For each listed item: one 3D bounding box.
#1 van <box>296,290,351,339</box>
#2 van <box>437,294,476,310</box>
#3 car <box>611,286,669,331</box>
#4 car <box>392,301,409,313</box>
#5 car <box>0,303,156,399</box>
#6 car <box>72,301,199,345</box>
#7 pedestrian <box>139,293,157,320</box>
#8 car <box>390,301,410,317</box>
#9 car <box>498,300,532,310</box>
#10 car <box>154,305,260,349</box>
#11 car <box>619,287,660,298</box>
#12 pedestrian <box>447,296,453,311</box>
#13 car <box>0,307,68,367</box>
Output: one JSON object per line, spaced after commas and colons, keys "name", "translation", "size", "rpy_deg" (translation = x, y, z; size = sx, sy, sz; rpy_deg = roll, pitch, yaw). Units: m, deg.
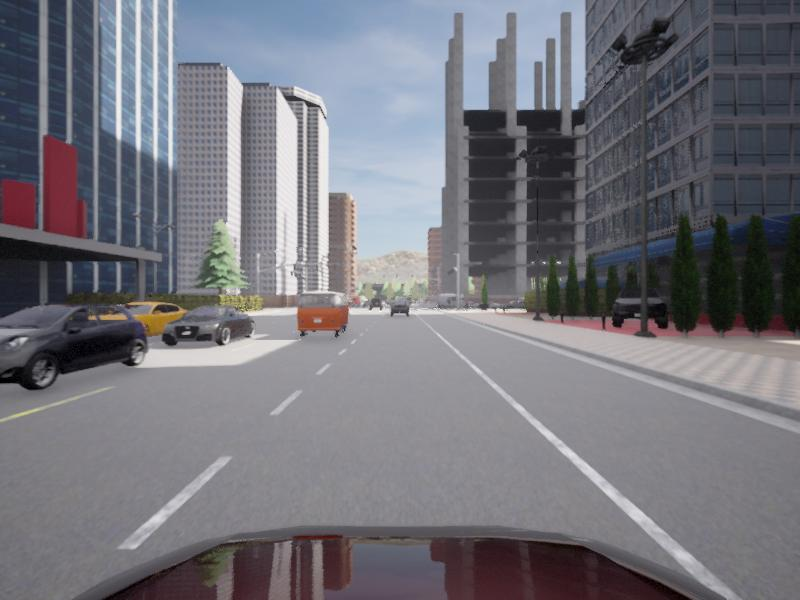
{"name": "van", "translation": [-3.382, 0.593, 18.424], "size": [1.775, 1.987, 4.442], "rpy_deg": [0, 0, -1]}
{"name": "van", "translation": [8.949, 0.305, 63.645], "size": [5.915, 2.561, 1.988], "rpy_deg": [0, 0, 0]}
{"name": "car", "translation": [13.120, 0.395, 21.992], "size": [2.390, 2.098, 6.274], "rpy_deg": [0, 0, 31]}
{"name": "car", "translation": [0.085, 0.838, 49.088], "size": [1.970, 1.475, 3.806], "rpy_deg": [0, 0, 3]}
{"name": "car", "translation": [-7.002, 0.824, 8.153], "size": [1.845, 1.501, 3.633], "rpy_deg": [0, 0, 0]}
{"name": "car", "translation": [-10.501, 0.818, 16.471], "size": [1.882, 1.535, 5.008], "rpy_deg": [0, 0, 0]}
{"name": "pedestrian", "translation": [-17.508, 0.476, 27.844], "size": [0.751, 1.860, 0.751], "rpy_deg": [0, 0, 3]}
{"name": "car", "translation": [-0.007, 0.832, 40.079], "size": [1.837, 1.490, 4.892], "rpy_deg": [0, 0, 0]}
{"name": "car", "translation": [19.238, 0.900, 67.083], "size": [5.027, 1.651, 2.152], "rpy_deg": [0, 0, 0]}
{"name": "car", "translation": [-7.008, 0.903, 15.100], "size": [1.994, 1.385, 4.181], "rpy_deg": [0, 0, -1]}
{"name": "car", "translation": [12.430, -0.353, 20.822], "size": [1.750, 0.535, 1.642], "rpy_deg": [0, 0, 31]}
{"name": "pedestrian", "translation": [6.589, 0.468, 52.951], "size": [0.751, 1.860, 0.751], "rpy_deg": [0, 0, 10]}
{"name": "car", "translation": [-10.503, 0.892, 8.757], "size": [2.033, 1.411, 5.357], "rpy_deg": [0, 0, 0]}
